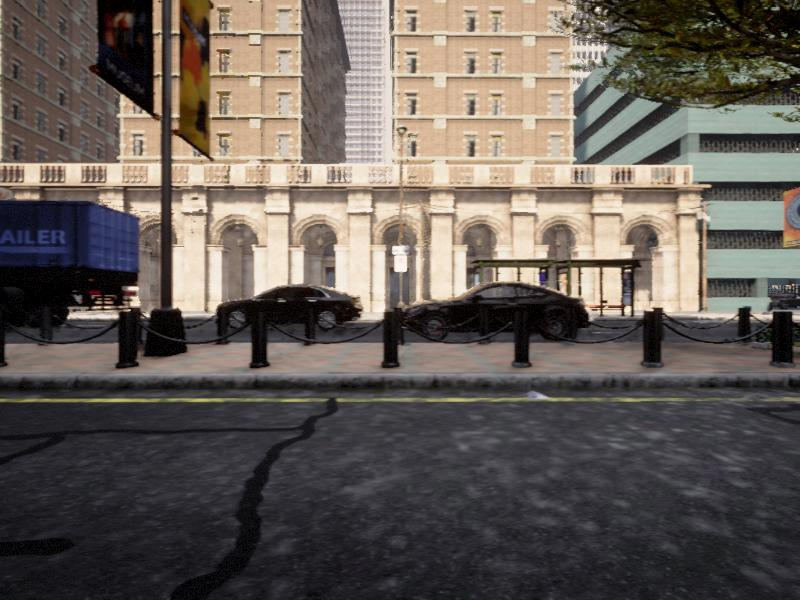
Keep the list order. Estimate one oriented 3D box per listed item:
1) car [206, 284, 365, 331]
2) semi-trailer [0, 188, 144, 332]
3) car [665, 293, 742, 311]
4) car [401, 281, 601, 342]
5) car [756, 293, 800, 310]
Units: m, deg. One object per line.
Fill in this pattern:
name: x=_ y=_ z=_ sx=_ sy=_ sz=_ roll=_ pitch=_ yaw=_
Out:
car: x=-3.733 y=0.243 z=13.686 sx=4.892 sy=1.490 sz=1.837 roll=0 pitch=0 yaw=0
semi-trailer: x=-16.707 y=-1.219 z=13.606 sx=14.254 sy=4.402 sz=2.717 roll=0 pitch=0 yaw=0
car: x=25.090 y=0.154 z=33.175 sx=4.786 sy=1.482 sz=2.161 roll=0 pitch=0 yaw=0
car: x=2.360 y=0.269 z=10.245 sx=4.674 sy=1.442 sz=1.812 roll=0 pitch=0 yaw=0
car: x=36.652 y=0.113 z=37.376 sx=4.902 sy=1.511 sz=2.128 roll=0 pitch=0 yaw=0
